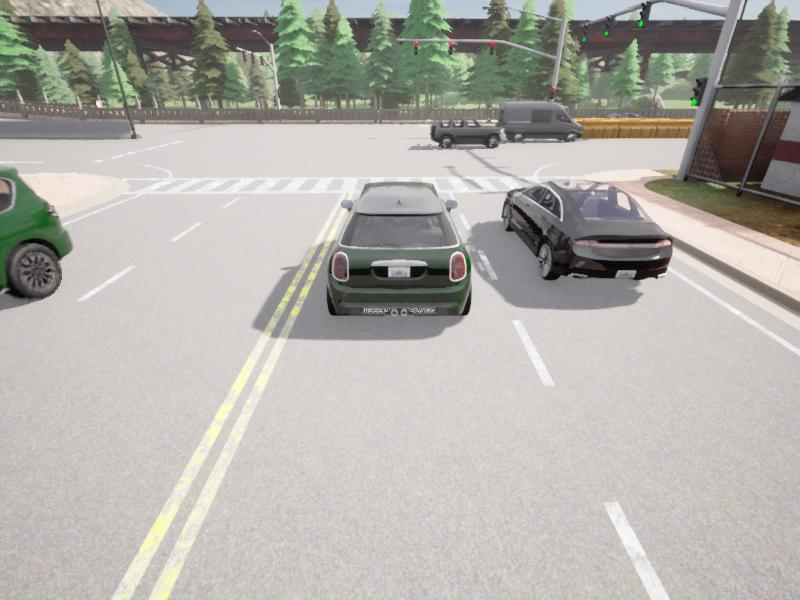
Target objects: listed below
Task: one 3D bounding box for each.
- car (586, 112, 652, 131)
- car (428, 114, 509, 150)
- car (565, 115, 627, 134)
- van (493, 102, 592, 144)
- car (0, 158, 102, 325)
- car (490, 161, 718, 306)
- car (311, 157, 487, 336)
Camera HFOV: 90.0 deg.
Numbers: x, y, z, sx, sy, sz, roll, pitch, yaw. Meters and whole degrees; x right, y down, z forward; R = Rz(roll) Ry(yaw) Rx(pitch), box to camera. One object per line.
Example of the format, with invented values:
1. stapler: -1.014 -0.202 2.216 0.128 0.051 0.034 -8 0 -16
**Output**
1. car: 20.688 -16.972 37.944 4.902 1.511 2.128 -1 27 -2
2. car: 4.139 -10.475 24.916 4.605 1.855 1.932 -1 27 -2
3. car: 16.944 -15.250 34.751 4.181 1.385 1.994 -1 27 -2
4. van: 9.828 -12.455 28.042 5.915 2.561 1.988 -1 27 -2
5. car: -6.959 -0.280 4.909 2.150 2.045 5.566 0 27 1
6. car: 3.489 -1.702 8.258 2.128 1.511 4.902 0 27 0
7. car: -0.013 -1.325 7.215 2.097 1.767 4.553 0 27 0
